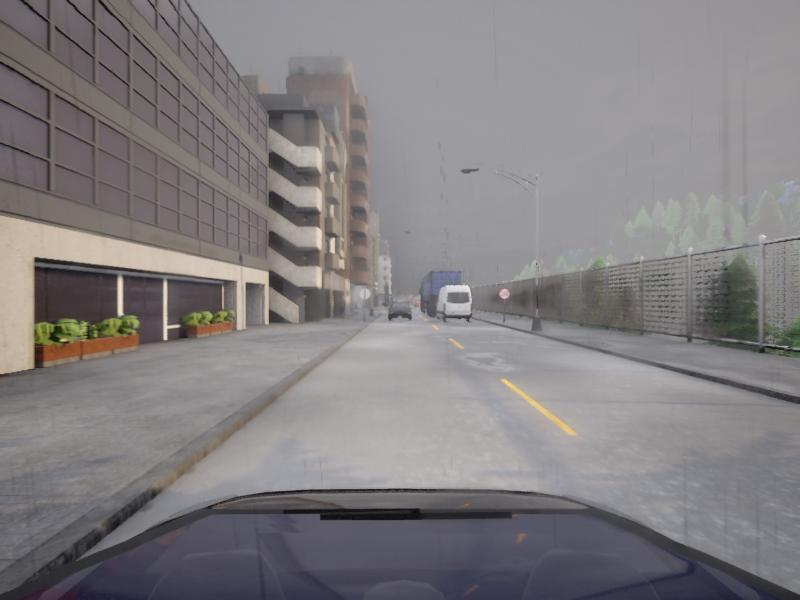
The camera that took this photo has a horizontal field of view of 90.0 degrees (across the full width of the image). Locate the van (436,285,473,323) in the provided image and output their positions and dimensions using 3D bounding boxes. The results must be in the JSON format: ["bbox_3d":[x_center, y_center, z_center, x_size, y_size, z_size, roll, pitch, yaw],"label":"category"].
[{"bbox_3d":[4.003,0.308,30.347,1.988,2.561,5.915,0,-1,0],"label":"van"}]

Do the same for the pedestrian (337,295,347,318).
[{"bbox_3d":[-4.749,0.520,32.779,0.751,1.860,0.751,0,0,-14],"label":"pedestrian"}]

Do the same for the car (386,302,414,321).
[{"bbox_3d":[0.003,0.882,32.389,2.033,1.411,5.357,0,0,0],"label":"car"}]

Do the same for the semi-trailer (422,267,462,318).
[{"bbox_3d":[4.000,-0.634,41.493,2.717,4.402,14.254,0,0,0],"label":"semi-trailer"}]

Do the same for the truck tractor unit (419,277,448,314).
[{"bbox_3d":[3.999,-0.542,49.408,3.053,4.208,6.516,0,0,0],"label":"truck tractor unit"}]
